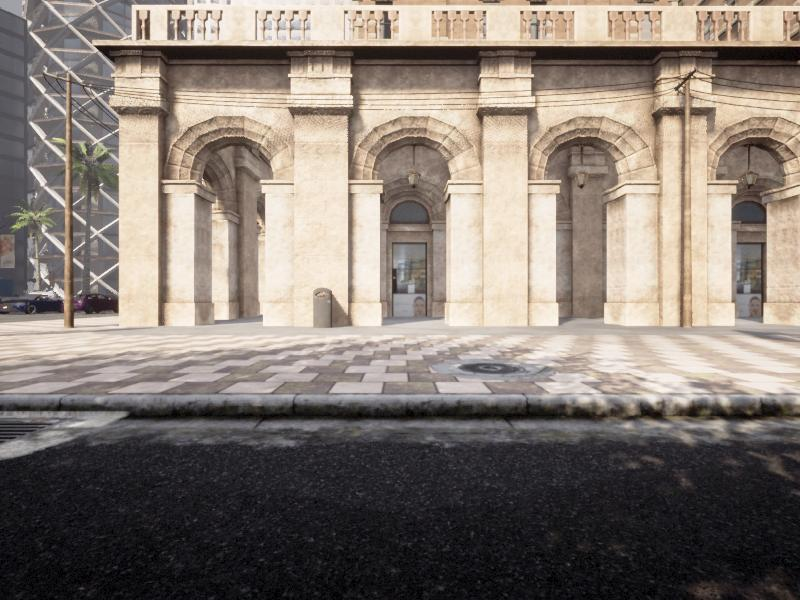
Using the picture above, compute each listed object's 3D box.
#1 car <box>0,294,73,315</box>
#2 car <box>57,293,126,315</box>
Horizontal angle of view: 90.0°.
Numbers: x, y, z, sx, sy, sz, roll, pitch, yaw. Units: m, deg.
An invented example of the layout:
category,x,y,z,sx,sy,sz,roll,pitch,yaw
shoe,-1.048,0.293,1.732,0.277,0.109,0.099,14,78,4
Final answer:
category,x,y,z,sx,sy,sz,roll,pitch,yaw
car,-25.830,0.307,28.246,1.994,1.385,4.181,0,0,0
car,-22.326,0.254,29.207,1.816,1.474,4.193,0,0,0
